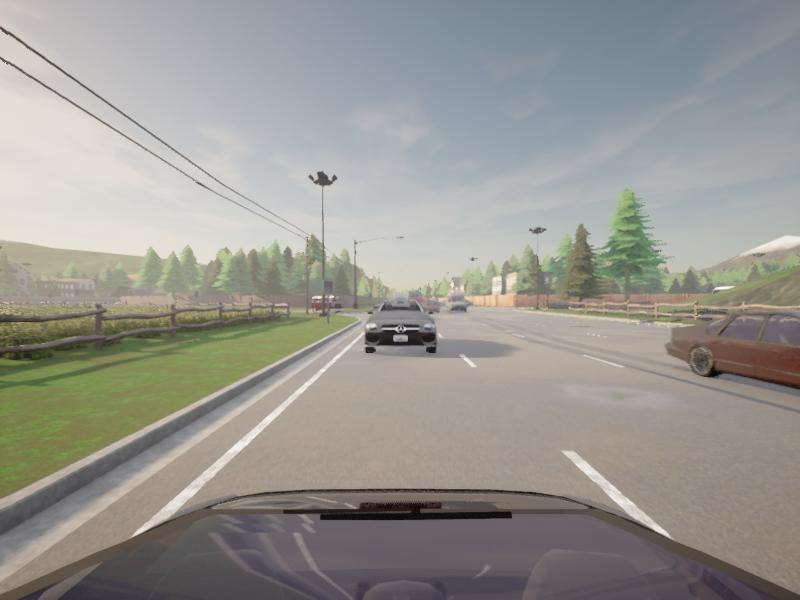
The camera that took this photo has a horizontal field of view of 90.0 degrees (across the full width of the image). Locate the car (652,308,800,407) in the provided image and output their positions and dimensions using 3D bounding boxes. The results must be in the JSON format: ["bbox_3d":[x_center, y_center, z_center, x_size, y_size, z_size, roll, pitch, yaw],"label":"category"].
[{"bbox_3d":[7.010,0.890,6.819,2.033,1.411,5.357,0,0,0],"label":"car"}]

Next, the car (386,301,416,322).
[{"bbox_3d":[0.044,0.832,31.121,2.163,1.488,4.792,0,0,0],"label":"car"}]

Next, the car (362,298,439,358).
[{"bbox_3d":[0.021,0.771,13.604,2.152,1.651,5.027,0,0,0],"label":"car"}]

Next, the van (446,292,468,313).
[{"bbox_3d":[7.065,0.292,50.366,1.988,2.561,5.915,0,0,0],"label":"van"}]

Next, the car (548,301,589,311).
[{"bbox_3d":[25.740,0.857,61.322,5.357,1.411,2.033,0,0,42],"label":"car"}]

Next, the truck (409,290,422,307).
[{"bbox_3d":[3.623,-0.383,95.219,2.891,3.827,8.468,0,0,0],"label":"truck"}]

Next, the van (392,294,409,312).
[{"bbox_3d":[0.075,0.344,56.563,2.351,2.431,6.366,0,0,0],"label":"van"}]

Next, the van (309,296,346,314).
[{"bbox_3d":[-8.439,0.546,46.073,2.069,2.038,4.480,0,0,-44],"label":"van"}]

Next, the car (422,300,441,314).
[{"bbox_3d":[3.563,0.799,45.250,1.845,1.501,3.633,0,0,0],"label":"car"}]
